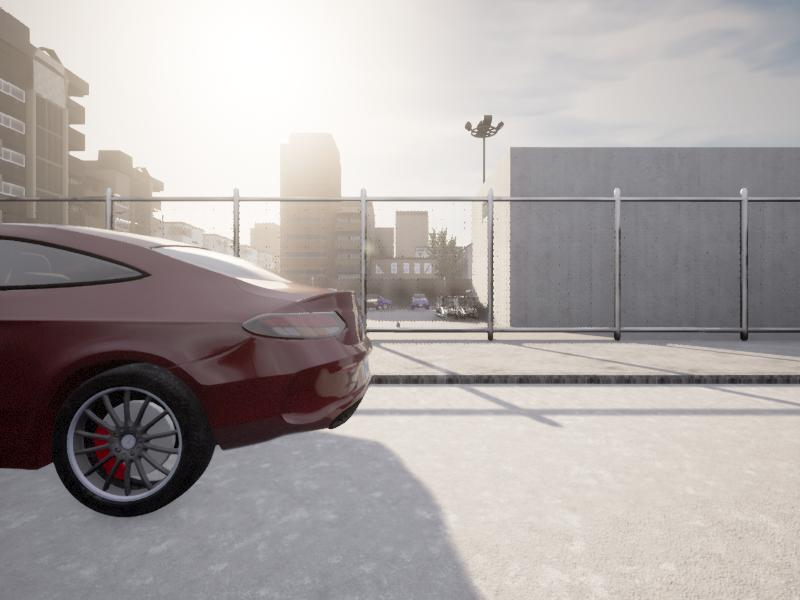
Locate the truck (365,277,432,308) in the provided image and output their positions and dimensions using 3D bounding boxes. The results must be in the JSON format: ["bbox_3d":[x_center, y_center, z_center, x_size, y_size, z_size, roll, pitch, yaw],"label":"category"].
[{"bbox_3d":[-0.160,-0.924,52.011,8.468,3.827,2.891,0,0,0],"label":"truck"}]

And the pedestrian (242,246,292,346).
[{"bbox_3d":[-2.594,-0.075,7.878,0.751,1.860,0.751,0,0,0],"label":"pedestrian"}]

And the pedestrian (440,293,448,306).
[{"bbox_3d":[5.990,-0.067,54.623,0.751,1.860,0.751,0,0,32],"label":"pedestrian"}]

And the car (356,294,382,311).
[{"bbox_3d":[-2.827,0.218,37.564,2.033,1.415,5.357,0,0,0],"label":"car"}]

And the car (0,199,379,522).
[{"bbox_3d":[-2.524,0.270,2.687,4.674,1.442,1.812,0,0,0],"label":"car"}]

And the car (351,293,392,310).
[{"bbox_3d":[-2.600,0.146,37.405,3.705,1.547,1.789,0,0,0],"label":"car"}]

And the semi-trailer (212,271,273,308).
[{"bbox_3d":[-20.718,-1.218,53.983,2.717,4.402,14.254,0,0,0],"label":"semi-trailer"}]

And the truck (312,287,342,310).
[{"bbox_3d":[-6.788,-0.094,37.725,2.069,2.038,4.478,0,0,0],"label":"truck"}]

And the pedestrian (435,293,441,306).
[{"bbox_3d":[5.204,-0.067,54.437,0.751,1.860,0.751,0,0,5],"label":"pedestrian"}]

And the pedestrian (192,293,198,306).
[{"bbox_3d":[-28.809,-0.067,56.220,0.751,1.860,0.751,0,0,-18],"label":"pedestrian"}]

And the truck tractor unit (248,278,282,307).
[{"bbox_3d":[-20.729,-1.123,61.897,3.053,4.208,6.516,0,0,0],"label":"truck tractor unit"}]

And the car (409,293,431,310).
[{"bbox_3d":[1.852,0.156,37.981,1.845,1.501,3.633,0,0,0],"label":"car"}]
